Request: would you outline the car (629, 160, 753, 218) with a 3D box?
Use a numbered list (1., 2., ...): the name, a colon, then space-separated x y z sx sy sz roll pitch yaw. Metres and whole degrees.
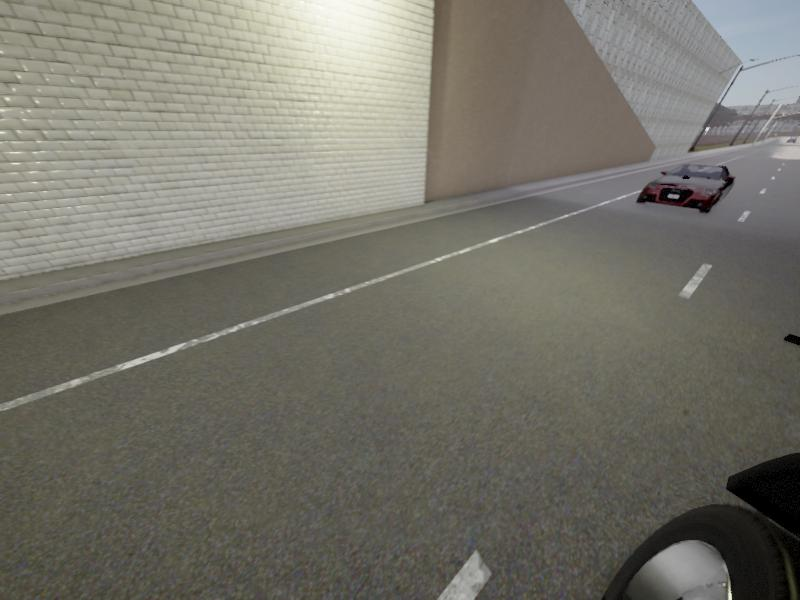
1. car: 11.229 -4.447 8.935 4.181 1.385 1.994 -22 41 -28
